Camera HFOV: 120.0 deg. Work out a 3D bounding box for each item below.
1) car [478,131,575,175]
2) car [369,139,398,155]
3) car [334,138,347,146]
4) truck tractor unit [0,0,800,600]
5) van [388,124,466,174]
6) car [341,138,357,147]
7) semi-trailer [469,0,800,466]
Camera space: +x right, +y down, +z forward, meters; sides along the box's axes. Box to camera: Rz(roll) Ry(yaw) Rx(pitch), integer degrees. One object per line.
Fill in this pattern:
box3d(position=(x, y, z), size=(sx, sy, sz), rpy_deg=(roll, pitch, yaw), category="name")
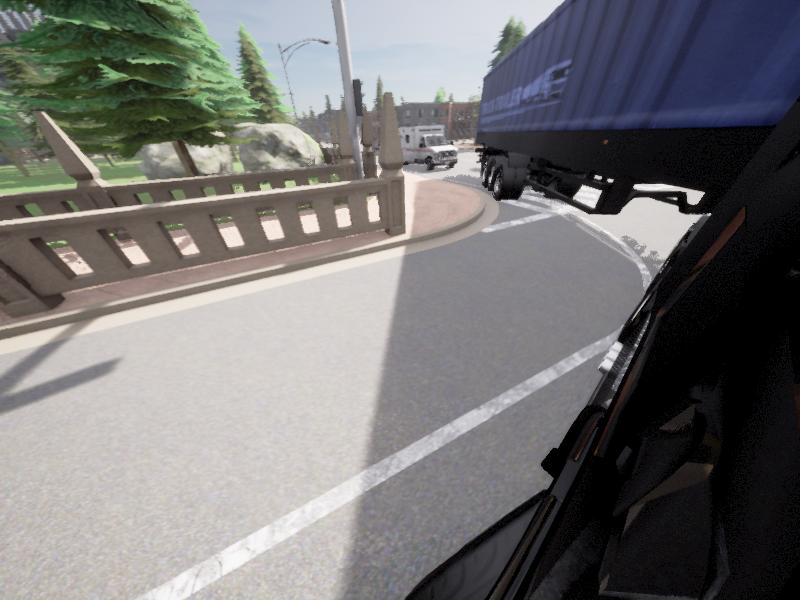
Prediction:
box3d(position=(7.187, -8.850, 13.818), size=(1.932, 1.855, 4.605), rpy_deg=(-18, 38, -20), category="car")
box3d(position=(-2.156, -19.569, 29.476), size=(2.007, 1.525, 4.514), rpy_deg=(-18, 39, -20), category="car")
box3d(position=(-14.688, -38.817, 56.806), size=(1.837, 1.490, 4.892), rpy_deg=(-18, 39, -20), category="car")
box3d(position=(2.645, -0.295, 0.351), size=(6.516, 4.208, 3.053), rpy_deg=(-28, 44, -30), category="truck tractor unit")
box3d(position=(1.559, -10.915, 16.565), size=(2.351, 2.431, 6.366), rpy_deg=(-18, 39, -20), category="van")
box3d(position=(-11.214, -34.788, 50.996), size=(1.882, 1.535, 5.008), rpy_deg=(-18, 39, -20), category="car")
box3d(position=(4.621, -4.692, 6.087), size=(2.717, 4.402, 14.254), rpy_deg=(2, 36, 5), category="semi-trailer")
